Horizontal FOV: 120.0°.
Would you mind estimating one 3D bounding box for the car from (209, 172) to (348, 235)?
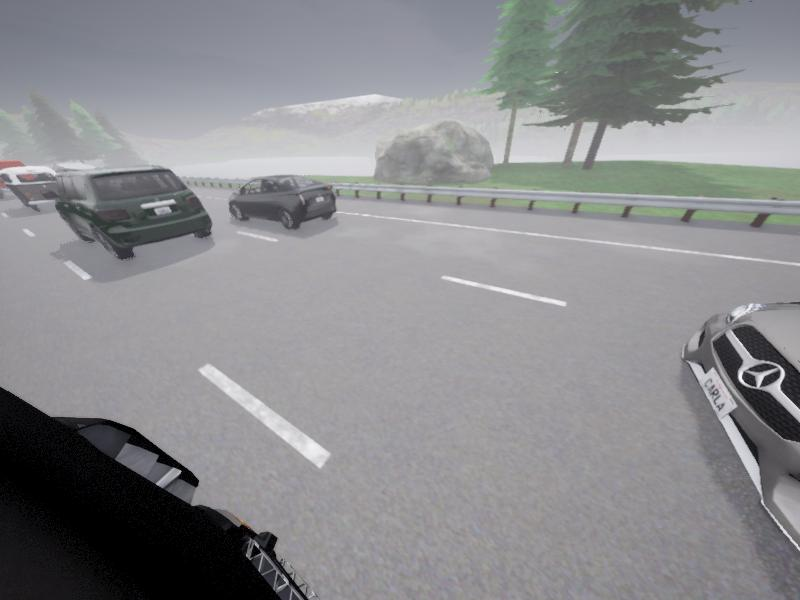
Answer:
[{"bbox_3d":[-4.443,-3.736,8.508,4.514,1.525,2.007,16,38,26],"label":"car"}]

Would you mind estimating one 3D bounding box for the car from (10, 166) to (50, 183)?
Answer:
[{"bbox_3d":[-51.882,-17.686,32.409,4.605,1.855,1.932,17,38,25],"label":"car"}]

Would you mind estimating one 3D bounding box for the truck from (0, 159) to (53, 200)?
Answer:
[{"bbox_3d":[-31.579,-9.784,18.592,5.204,2.467,2.627,16,38,26],"label":"truck"}]

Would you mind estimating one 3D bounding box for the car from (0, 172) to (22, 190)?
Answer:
[{"bbox_3d":[-42.240,-12.480,24.270,4.193,1.474,1.816,16,38,26],"label":"car"}]

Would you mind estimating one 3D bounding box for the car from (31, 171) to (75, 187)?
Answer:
[{"bbox_3d":[-39.757,-13.920,26.440,4.718,1.301,1.895,16,38,26],"label":"car"}]

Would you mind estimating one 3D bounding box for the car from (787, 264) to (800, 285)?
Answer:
[{"bbox_3d":[8.694,0.065,1.848,5.366,1.575,1.801,16,38,26],"label":"car"}]

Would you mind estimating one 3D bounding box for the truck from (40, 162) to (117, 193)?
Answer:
[{"bbox_3d":[-28.606,-11.005,20.570,6.274,2.098,2.390,16,38,26],"label":"truck"}]

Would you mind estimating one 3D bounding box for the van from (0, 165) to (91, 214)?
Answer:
[{"bbox_3d":[-20.387,-6.352,13.052,4.480,2.038,2.069,16,38,26],"label":"van"}]

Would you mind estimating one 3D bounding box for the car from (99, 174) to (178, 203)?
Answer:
[{"bbox_3d":[-16.791,-7.235,14.820,4.718,1.301,1.895,16,38,26],"label":"car"}]

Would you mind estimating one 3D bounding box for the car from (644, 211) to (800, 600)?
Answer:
[{"bbox_3d":[4.605,1.095,0.527,5.027,1.651,2.152,16,38,26],"label":"car"}]

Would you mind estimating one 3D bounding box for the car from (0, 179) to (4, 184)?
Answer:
[{"bbox_3d":[-57.488,-16.844,32.035,4.718,1.301,1.895,16,38,26],"label":"car"}]

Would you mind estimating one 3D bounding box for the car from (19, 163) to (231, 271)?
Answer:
[{"bbox_3d":[-8.067,-2.768,6.821,5.566,2.045,2.150,16,38,26],"label":"car"}]
